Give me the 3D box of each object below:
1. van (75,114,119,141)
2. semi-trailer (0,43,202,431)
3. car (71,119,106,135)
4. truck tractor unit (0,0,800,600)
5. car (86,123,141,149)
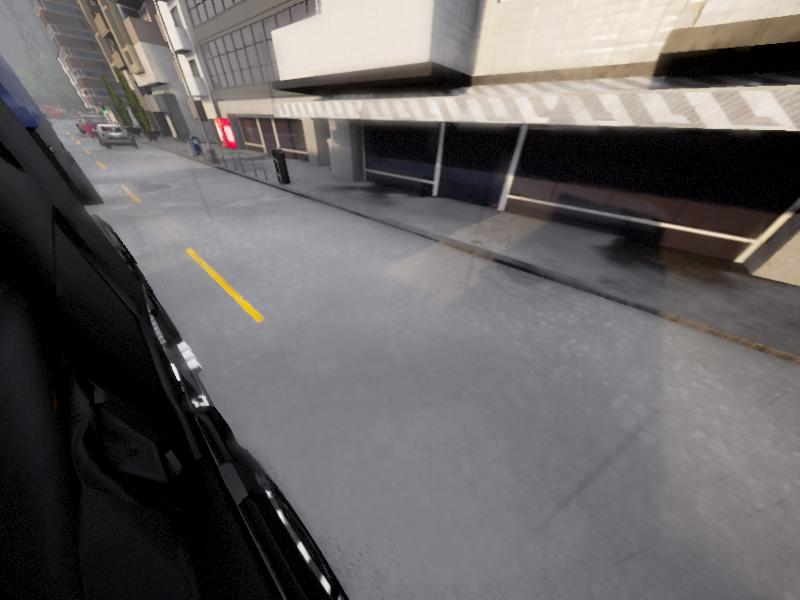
[{"bbox_3d":[-30.941,-17.624,23.582,4.442,1.987,1.775,28,44,30],"label":"van"},{"bbox_3d":[-8.699,-3.603,4.230,14.254,4.402,2.717,28,44,30],"label":"semi-trailer"},{"bbox_3d":[-39.506,-21.988,29.301,3.806,1.475,1.970,28,44,30],"label":"car"},{"bbox_3d":[-2.645,-0.295,0.352,6.516,4.208,3.053,28,44,30],"label":"truck tractor unit"},{"bbox_3d":[-22.989,-13.167,18.556,3.806,1.475,1.970,28,44,30],"label":"car"}]
